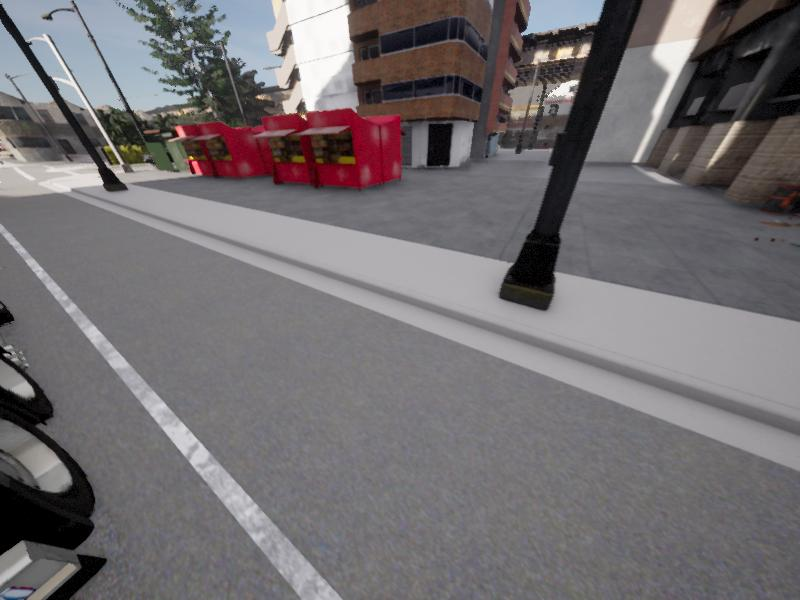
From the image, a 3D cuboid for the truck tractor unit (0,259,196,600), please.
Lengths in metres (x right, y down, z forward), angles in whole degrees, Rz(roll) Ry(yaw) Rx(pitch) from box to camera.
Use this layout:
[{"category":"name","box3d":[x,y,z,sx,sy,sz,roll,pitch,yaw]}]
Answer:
[{"category":"truck tractor unit","box3d":[-5.106,-0.304,0.792,6.516,4.208,3.053,19,39,25]}]

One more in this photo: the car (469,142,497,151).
[{"category":"car","box3d":[17.282,-32.070,48.287,4.902,1.511,2.128,18,39,26]}]
